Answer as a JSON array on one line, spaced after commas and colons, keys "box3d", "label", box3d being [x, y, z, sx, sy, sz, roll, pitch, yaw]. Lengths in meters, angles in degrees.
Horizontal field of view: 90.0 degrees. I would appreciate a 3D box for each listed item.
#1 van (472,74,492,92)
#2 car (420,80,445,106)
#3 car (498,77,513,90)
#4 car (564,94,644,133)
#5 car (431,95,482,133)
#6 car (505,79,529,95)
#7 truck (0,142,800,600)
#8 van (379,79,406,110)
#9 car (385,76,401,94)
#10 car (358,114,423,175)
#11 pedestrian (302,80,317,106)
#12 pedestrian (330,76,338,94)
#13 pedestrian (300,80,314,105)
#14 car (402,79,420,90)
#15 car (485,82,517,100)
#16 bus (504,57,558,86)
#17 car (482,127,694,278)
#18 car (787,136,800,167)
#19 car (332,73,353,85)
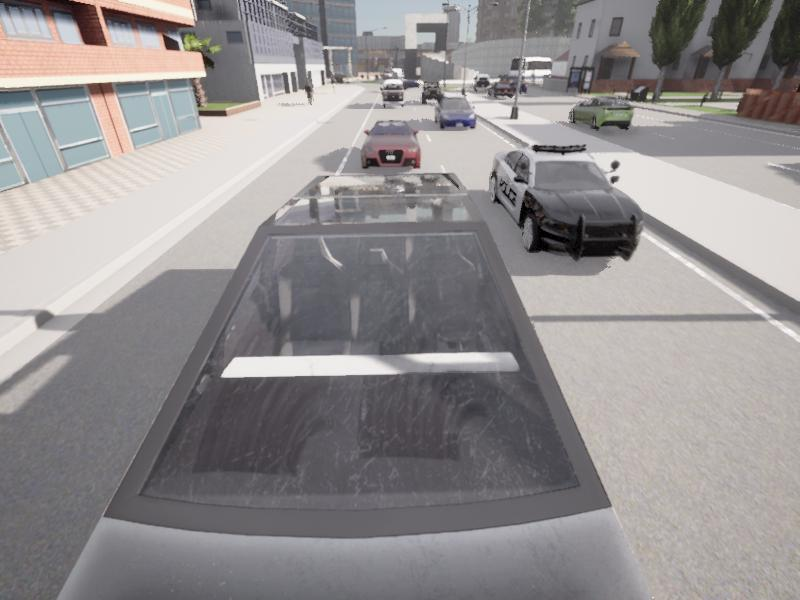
[{"box3d": [11.083, -29.451, 54.223, 2.069, 2.038, 4.480, 2, 31, 4], "label": "van"}, {"box3d": [2.892, -18.747, 36.146, 1.905, 1.878, 3.866, -1, 30, -1], "label": "car"}, {"box3d": [15.507, -32.052, 59.132, 1.845, 1.501, 3.633, 5, 31, 10], "label": "car"}, {"box3d": [11.088, -10.405, 22.177, 2.007, 1.525, 4.514, -1, 30, 0], "label": "car"}, {"box3d": [3.080, -10.677, 22.757, 2.163, 1.488, 4.792, -1, 30, 0], "label": "car"}, {"box3d": [14.273, -26.047, 48.882, 1.845, 1.501, 3.633, 0, 30, 0], "label": "car"}, {"box3d": [-0.175, 0.162, 3.671, 2.390, 2.098, 6.274, -1, 30, 0], "label": "truck"}, {"box3d": [-0.571, -17.105, 33.222, 2.069, 2.038, 4.480, -1, 30, -1], "label": "van"}, {"box3d": [-0.986, -28.084, 52.151, 1.932, 1.855, 4.605, -1, 30, -2], "label": "car"}, {"box3d": [-0.303, -5.687, 14.371, 1.994, 1.385, 4.181, 0, 30, 0], "label": "car"}, {"box3d": [-7.450, -17.102, 33.105, 0.751, 1.860, 0.751, 5, 31, 9], "label": "pedestrian"}, {"box3d": [-7.782, -25.301, 47.118, 0.751, 1.860, 0.751, -6, 31, -10], "label": "pedestrian"}, {"box3d": [-7.908, -17.707, 34.131, 0.751, 1.860, 0.751, 4, 31, 7], "label": "pedestrian"}, {"box3d": [1.666, -33.024, 61.148, 1.895, 1.301, 4.718, -5, 31, -8], "label": "car"}, {"box3d": [10.807, -22.606, 43.164, 2.033, 1.411, 5.357, -1, 30, 0], "label": "car"}, {"box3d": [23.418, -40.743, 71.220, 10.273, 4.253, 3.944, -27, 39, -37], "label": "bus"}, {"box3d": [3.274, -2.411, 8.470, 1.930, 1.638, 5.238, -1, 31, 0], "label": "car"}, {"box3d": [14.732, -4.243, 11.607, 2.038, 1.542, 4.974, -1, 30, 0], "label": "car"}, {"box3d": [-11.007, -42.045, 76.104, 1.932, 1.855, 4.605, -19, 35, -29], "label": "car"}]
